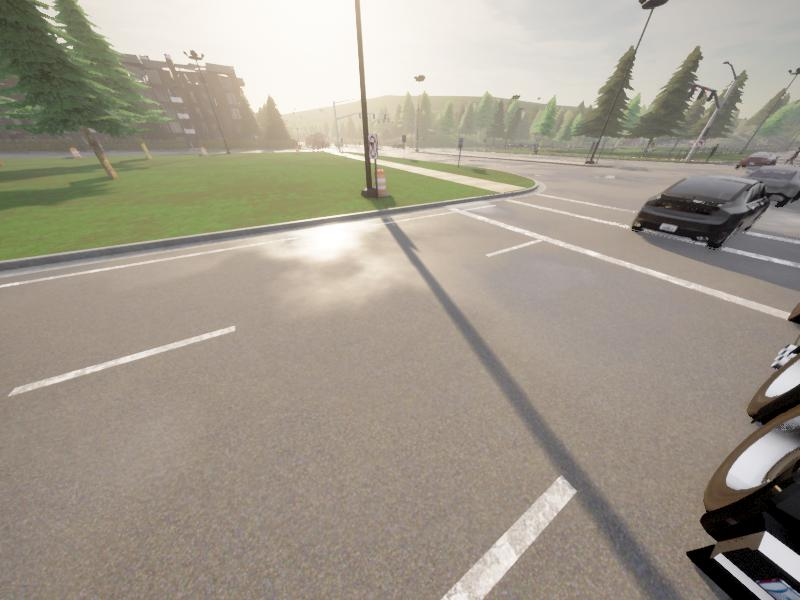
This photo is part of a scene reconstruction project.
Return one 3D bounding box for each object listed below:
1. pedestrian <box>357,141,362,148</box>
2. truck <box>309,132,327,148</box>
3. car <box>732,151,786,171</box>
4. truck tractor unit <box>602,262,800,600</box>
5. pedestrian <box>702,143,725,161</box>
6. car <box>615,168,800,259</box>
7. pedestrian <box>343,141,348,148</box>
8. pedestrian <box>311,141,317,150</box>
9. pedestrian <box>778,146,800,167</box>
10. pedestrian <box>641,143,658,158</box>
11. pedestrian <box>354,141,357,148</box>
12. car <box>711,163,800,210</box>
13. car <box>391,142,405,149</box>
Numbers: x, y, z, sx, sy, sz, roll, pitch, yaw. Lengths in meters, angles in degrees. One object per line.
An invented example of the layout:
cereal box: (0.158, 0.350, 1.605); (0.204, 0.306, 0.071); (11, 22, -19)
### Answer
pedestrian: (-12.123, -46.538, 69.058); (0.751, 1.860, 0.751); (20, 40, 26)
truck: (-26.218, -50.992, 73.675); (2.891, 3.827, 8.468); (-18, 39, -25)
car: (34.751, -13.495, 22.365); (4.674, 1.442, 1.812); (-18, 39, -24)
truck tractor unit: (5.106, -0.306, 0.785); (6.516, 4.208, 3.053); (-18, 39, -24)
pedestrian: (38.872, -18.352, 28.695); (0.751, 1.860, 0.751); (-16, 38, -21)
car: (8.889, -2.741, 6.693); (4.892, 1.490, 1.837); (-18, 39, -24)
pedestrian: (-15.896, -45.430, 67.439); (0.751, 1.860, 0.751); (-17, 38, -23)
pedestrian: (-20.524, -36.825, 55.049); (0.751, 1.860, 0.751); (-19, 39, -25)
pedestrian: (41.872, -15.274, 24.562); (0.751, 1.860, 0.751); (-9, 36, -13)
pedestrian: (36.109, -21.654, 33.416); (0.751, 1.860, 0.751); (-15, 38, -21)
pedestrian: (-13.728, -48.138, 71.344); (0.751, 1.860, 0.751); (-11, 37, -16)
car: (16.849, -5.295, 10.526); (4.181, 1.385, 1.994); (-18, 39, -24)
car: (-0.597, -45.791, 68.304); (1.930, 1.638, 5.238); (-18, 39, -24)
